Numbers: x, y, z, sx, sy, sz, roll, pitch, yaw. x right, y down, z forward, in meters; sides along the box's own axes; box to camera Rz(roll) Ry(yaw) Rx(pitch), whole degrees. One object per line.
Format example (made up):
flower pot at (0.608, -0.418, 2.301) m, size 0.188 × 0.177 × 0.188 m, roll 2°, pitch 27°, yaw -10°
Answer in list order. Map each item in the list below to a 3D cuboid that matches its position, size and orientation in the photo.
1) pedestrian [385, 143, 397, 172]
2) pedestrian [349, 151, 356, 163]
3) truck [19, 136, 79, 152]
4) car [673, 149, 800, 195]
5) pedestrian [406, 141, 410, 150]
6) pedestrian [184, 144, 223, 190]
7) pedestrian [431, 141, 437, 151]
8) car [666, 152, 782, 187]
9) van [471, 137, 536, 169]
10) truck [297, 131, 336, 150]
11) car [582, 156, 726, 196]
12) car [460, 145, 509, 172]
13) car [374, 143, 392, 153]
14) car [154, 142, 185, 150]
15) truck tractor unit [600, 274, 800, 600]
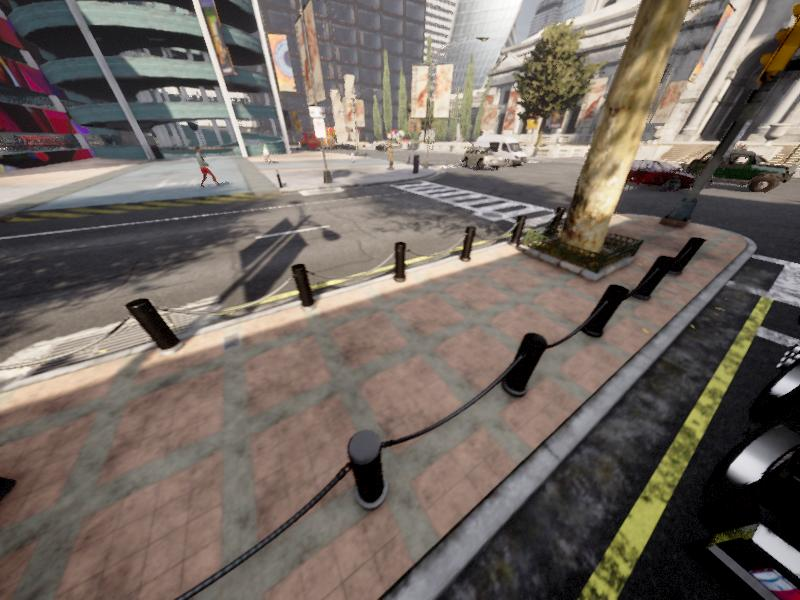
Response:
pedestrian at (-0.693, -11.171, 18.102) m, size 0.751 × 1.860 × 0.751 m, roll -6°, pitch 35°, yaw -9°
pedestrian at (-4.997, -15.107, 24.384) m, size 0.500 × 1.100 × 0.500 m, roll -9°, pitch 36°, yaw -13°
truck at (-66.477, -29.697, 43.936) m, size 5.204 × 2.467 × 2.627 m, roll -19°, pitch 39°, yaw -26°
car at (19.003, -7.348, 13.059) m, size 1.905 × 1.878 × 3.866 m, roll -19°, pitch 39°, yaw -25°
pedestrian at (1.891, -36.846, 55.000) m, size 0.751 × 1.860 × 0.751 m, roll -21°, pitch 40°, yaw -27°
pedestrian at (-9.607, -6.538, 11.374) m, size 0.751 × 1.860 × 0.751 m, roll -17°, pitch 38°, yaw -23°
pedestrian at (7.495, -34.101, 51.104) m, size 0.751 × 1.860 × 0.751 m, roll -16°, pitch 38°, yaw -22°
car at (21.365, -8.857, 15.492) m, size 1.851 × 1.617 × 3.988 m, roll -19°, pitch 39°, yaw -25°
van at (10.542, -15.599, 24.268) m, size 1.988 × 2.561 × 5.915 m, roll -19°, pitch 39°, yaw -25°
truck at (-20.792, -40.031, 57.969) m, size 8.468 × 3.827 × 2.891 m, roll 11°, pitch 36°, yaw 15°
car at (14.514, -7.530, 13.717) m, size 2.033 × 1.411 × 5.357 m, roll -19°, pitch 39°, yaw -25°
car at (7.436, -12.925, 20.987) m, size 1.932 × 1.855 × 4.605 m, roll -6°, pitch 35°, yaw -11°
car at (-3.592, -31.666, 48.092) m, size 1.789 × 1.549 × 3.705 m, roll -24°, pitch 42°, yaw -31°
car at (-53.768, -36.023, 54.019) m, size 4.514 × 1.525 × 2.007 m, roll -17°, pitch 38°, yaw -23°
truck tractor unit at (5.124, -0.288, 0.756) m, size 6.516 × 4.208 × 3.053 m, roll -18°, pitch 39°, yaw -23°
